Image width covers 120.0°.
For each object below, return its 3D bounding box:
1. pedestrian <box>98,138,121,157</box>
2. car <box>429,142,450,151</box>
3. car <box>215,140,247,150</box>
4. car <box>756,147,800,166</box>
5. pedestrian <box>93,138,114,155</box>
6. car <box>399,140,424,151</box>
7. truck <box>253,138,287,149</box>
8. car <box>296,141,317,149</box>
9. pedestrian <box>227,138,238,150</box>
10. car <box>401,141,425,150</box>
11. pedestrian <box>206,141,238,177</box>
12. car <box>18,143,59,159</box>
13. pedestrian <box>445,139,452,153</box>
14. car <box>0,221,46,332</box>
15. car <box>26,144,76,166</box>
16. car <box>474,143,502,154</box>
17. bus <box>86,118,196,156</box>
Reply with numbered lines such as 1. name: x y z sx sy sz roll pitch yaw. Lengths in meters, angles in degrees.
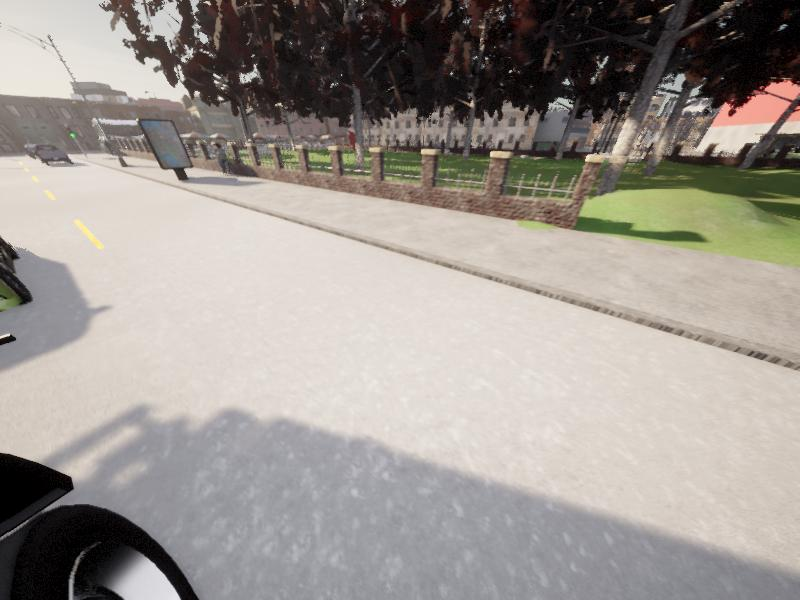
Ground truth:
1. pedestrian: -35.131 -18.478 27.954 0.751 1.860 0.751 17 38 22
2. car: 8.052 -31.677 47.568 3.633 1.501 1.845 22 41 28
3. car: -35.421 -32.660 48.580 1.882 1.535 5.008 22 41 28
4. car: 42.001 -15.041 24.276 4.514 1.525 2.007 22 41 28
5. pedestrian: -38.594 -19.995 30.076 0.751 1.860 0.751 19 39 24
6. car: 2.273 -31.359 46.770 4.605 1.855 1.932 22 40 28
7. truck: -30.425 -36.902 54.356 2.390 2.098 6.274 22 41 28
8. car: -24.290 -40.451 60.178 4.514 1.525 2.007 -19 40 -26
9. pedestrian: -30.297 -28.157 41.735 0.751 1.860 0.751 22 41 28
10. car: 2.760 -33.819 50.577 4.902 1.511 2.128 22 41 28
11. pedestrian: -11.184 -8.870 14.551 0.751 1.860 0.751 22 41 28
12. car: -42.469 -17.522 27.134 4.674 1.442 1.812 21 40 26
13. pedestrian: 8.200 -26.085 39.130 0.751 1.860 0.751 -29 44 -35
14. car: -7.776 -0.650 3.437 4.514 1.525 2.007 22 41 28
15. car: -32.597 -13.590 21.570 3.633 1.501 1.845 22 41 28
16. car: 15.042 -26.002 39.628 3.806 1.475 1.970 22 41 28
17. bus: -40.243 -25.803 36.723 3.944 4.253 10.273 22 41 28
